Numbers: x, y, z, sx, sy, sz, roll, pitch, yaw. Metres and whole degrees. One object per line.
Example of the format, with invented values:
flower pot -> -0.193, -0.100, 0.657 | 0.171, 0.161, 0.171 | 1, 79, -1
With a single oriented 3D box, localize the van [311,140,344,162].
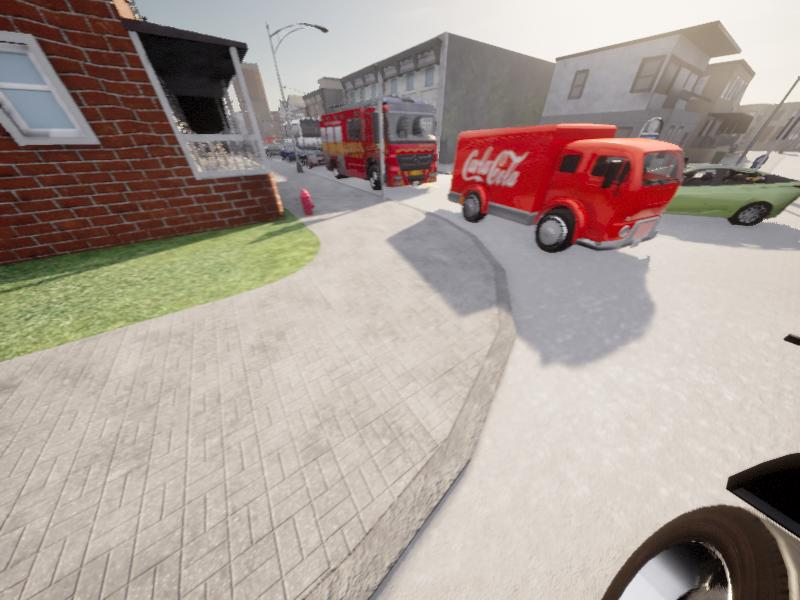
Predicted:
van -> -8.661, -17.827, 27.471 | 2.069, 2.038, 4.480 | -22, 41, -28

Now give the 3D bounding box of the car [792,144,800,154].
car -> 63.927, -22.793, 34.794 | 1.812, 1.442, 4.674 | 0, 35, 0

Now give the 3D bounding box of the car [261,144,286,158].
car -> -18.146, -21.366, 33.037 | 1.837, 1.490, 4.892 | -22, 41, -28

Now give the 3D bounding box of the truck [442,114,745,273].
truck -> 3.811, -3.196, 6.280 | 2.627, 2.467, 5.204 | -15, 37, -19

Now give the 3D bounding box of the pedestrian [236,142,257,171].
pedestrian -> -11.991, -11.236, 18.091 | 0.751, 1.860, 0.751 | -24, 41, -29

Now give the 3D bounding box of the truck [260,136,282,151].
truck -> -27.927, -33.933, 50.083 | 2.627, 2.467, 5.204 | -23, 41, -29

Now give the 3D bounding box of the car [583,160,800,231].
car -> 9.238, -3.573, 7.566 | 4.514, 1.525, 2.007 | 11, 37, 16

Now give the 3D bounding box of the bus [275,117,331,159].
bus -> -13.987, -22.977, 32.895 | 3.944, 4.253, 10.273 | -22, 41, -28

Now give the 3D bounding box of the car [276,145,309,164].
car -> -12.118, -16.434, 25.961 | 1.882, 1.535, 5.008 | -22, 41, -28

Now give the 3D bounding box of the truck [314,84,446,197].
truck -> -1.658, -8.777, 13.039 | 2.891, 3.827, 8.468 | -22, 41, -28

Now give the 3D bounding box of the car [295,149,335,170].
car -> -7.733, -12.772, 20.881 | 1.994, 1.385, 4.181 | -22, 40, -27

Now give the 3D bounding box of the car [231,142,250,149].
car -> -40.075, -38.815, 57.967 | 4.193, 1.474, 1.816 | 18, 39, 24
